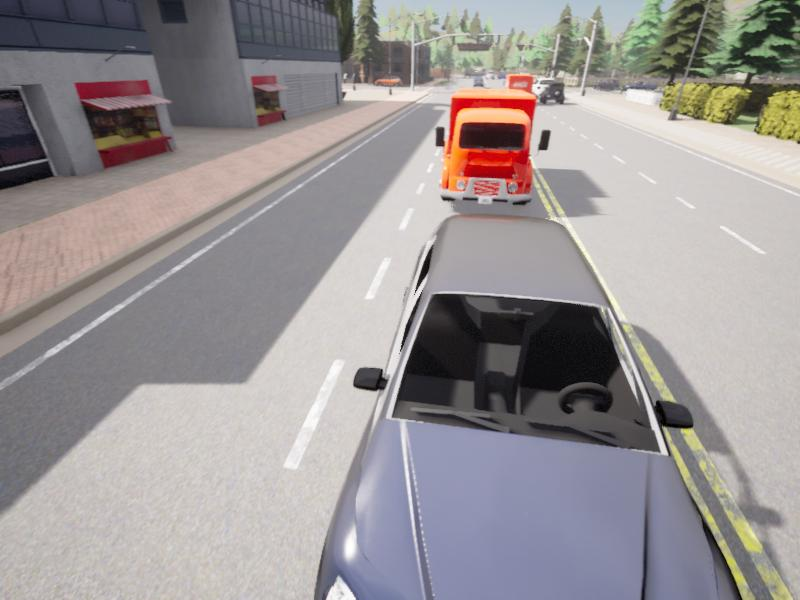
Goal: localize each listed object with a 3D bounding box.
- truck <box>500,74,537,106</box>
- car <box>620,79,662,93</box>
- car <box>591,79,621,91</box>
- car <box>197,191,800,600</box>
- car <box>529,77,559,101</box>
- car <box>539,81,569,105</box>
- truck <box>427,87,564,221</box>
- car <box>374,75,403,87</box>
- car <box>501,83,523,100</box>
[{"bbox_3d":[11.232,-20.189,38.323,2.627,2.467,5.204,5,31,8],"label":"truck"},{"bbox_3d":[35.673,-31.792,59.458,4.611,1.667,2.242,5,31,8],"label":"car"},{"bbox_3d":[32.437,-33.889,62.975,3.633,1.501,1.845,5,31,8],"label":"car"},{"bbox_3d":[0.874,0.567,3.412,2.242,1.667,4.611,5,31,8],"label":"car"},{"bbox_3d":[15.997,-23.666,44.766,2.150,2.045,5.566,5,31,8],"label":"car"},{"bbox_3d":[14.831,-20.087,38.770,1.905,1.878,3.866,5,31,8],"label":"car"},{"bbox_3d":[2.390,-4.310,10.988,2.627,2.467,5.204,5,31,8],"label":"truck"},{"bbox_3d":[-1.972,-37.304,68.150,4.553,1.767,2.097,5,31,8],"label":"car"},{"bbox_3d":[12.301,-23.014,44.109,1.845,1.501,3.633,5,31,8],"label":"car"}]
